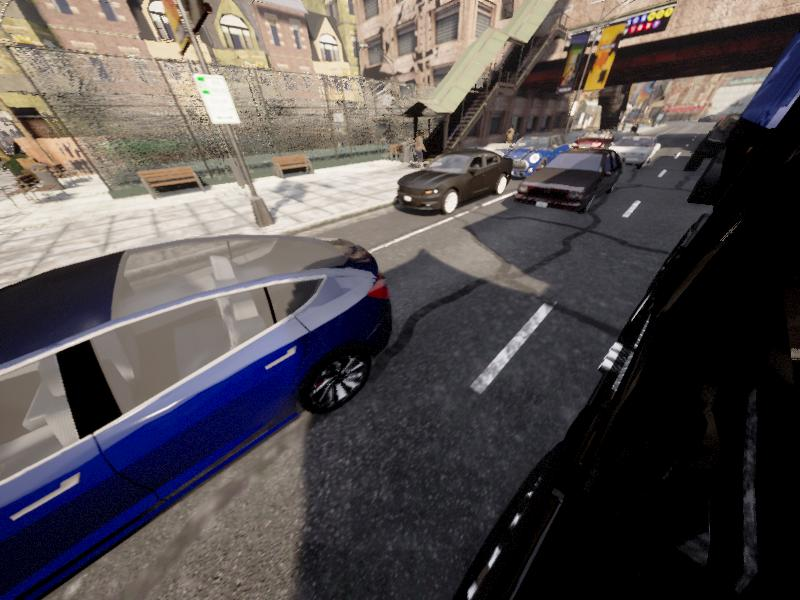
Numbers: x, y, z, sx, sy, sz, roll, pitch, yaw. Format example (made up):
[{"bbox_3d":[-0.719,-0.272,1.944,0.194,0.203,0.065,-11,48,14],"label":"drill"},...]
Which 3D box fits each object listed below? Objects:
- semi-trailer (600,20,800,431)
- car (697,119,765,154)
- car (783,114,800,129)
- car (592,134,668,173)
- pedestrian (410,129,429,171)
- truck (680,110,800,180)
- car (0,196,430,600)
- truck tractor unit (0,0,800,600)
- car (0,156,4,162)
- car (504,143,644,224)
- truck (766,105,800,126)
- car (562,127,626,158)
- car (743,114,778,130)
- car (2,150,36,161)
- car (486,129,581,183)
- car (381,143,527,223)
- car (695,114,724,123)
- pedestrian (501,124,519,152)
[{"bbox_3d":[8.591,-3.680,4.324,14.254,4.402,2.717,-29,44,-31],"label":"semi-trailer"},{"bbox_3d":[22.603,-11.317,15.926,5.238,1.638,1.930,-31,45,-32],"label":"car"},{"bbox_3d":[52.085,-23.027,29.727,4.974,1.542,2.038,-30,45,-33],"label":"car"},{"bbox_3d":[12.470,-8.030,12.482,4.718,1.301,1.895,-31,45,-32],"label":"car"},{"bbox_3d":[1.063,-8.362,12.897,0.751,1.860,0.751,-20,40,-22],"label":"pedestrian"},{"bbox_3d":[15.685,-7.352,10.707,6.274,2.098,2.390,-31,45,-32],"label":"truck"},{"bbox_3d":[-2.238,0.630,1.726,4.792,1.488,2.163,-30,44,-31],"label":"car"},{"bbox_3d":[2.645,-0.295,0.352,6.516,4.208,3.053,-28,44,-30],"label":"truck tractor unit"},{"bbox_3d":[-72.059,-25.093,40.203,1.905,1.878,3.866,-31,45,-32],"label":"car"},{"bbox_3d":[5.863,-4.129,7.624,5.357,1.411,2.033,-31,45,-32],"label":"car"},{"bbox_3d":[62.883,-29.865,37.374,5.204,2.467,2.627,-31,45,-32],"label":"truck"},{"bbox_3d":[14.448,-11.789,17.170,4.892,1.521,2.231,-31,45,-32],"label":"car"},{"bbox_3d":[51.103,-25.354,32.838,3.988,1.617,1.851,-31,45,-32],"label":"car"},{"bbox_3d":[-69.757,-26.595,42.400,2.163,1.488,4.792,-31,45,-33],"label":"car"},{"bbox_3d":[6.586,-7.227,11.381,4.553,1.767,2.185,-31,45,-32],"label":"car"},{"bbox_3d":[2.015,-4.280,7.954,5.008,1.535,2.097,-31,45,-32],"label":"car"},{"bbox_3d":[79.404,-46.563,59.363,2.242,1.667,4.611,8,38,14],"label":"car"},{"bbox_3d":[9.048,-13.345,19.029,0.751,1.860,0.751,23,44,30],"label":"pedestrian"}]
